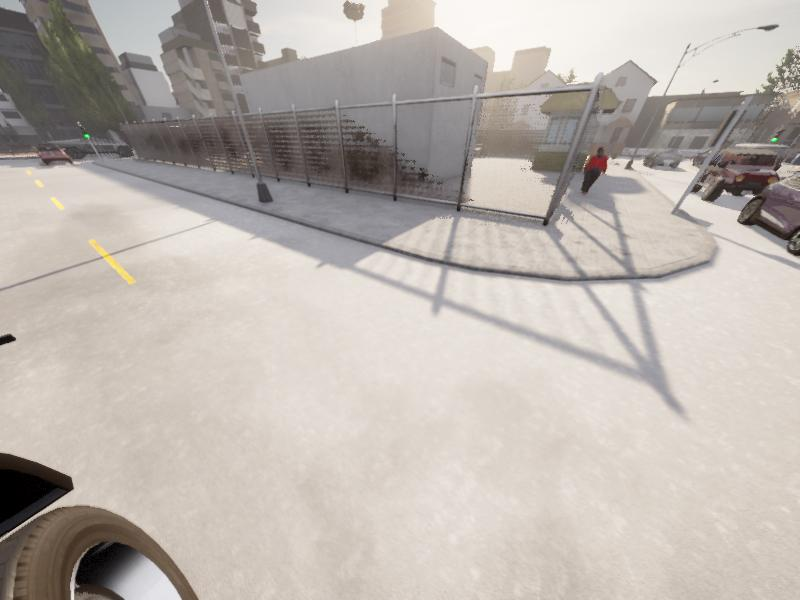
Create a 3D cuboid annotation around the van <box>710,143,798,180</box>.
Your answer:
[{"bbox_3d":[25.758,-10.374,17.120,1.775,1.987,4.442,22,41,28],"label":"van"}]

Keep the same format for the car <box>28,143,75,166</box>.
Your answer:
[{"bbox_3d":[-33.547,-14.174,22.389,3.988,1.617,1.851,27,43,33],"label":"car"}]

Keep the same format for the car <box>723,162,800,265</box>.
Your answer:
[{"bbox_3d":[11.022,-2.194,5.701,2.033,1.649,4.856,22,41,28],"label":"car"}]

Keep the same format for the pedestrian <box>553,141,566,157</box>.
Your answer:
[{"bbox_3d":[21.440,-20.298,31.065,0.751,1.860,0.751,28,44,33],"label":"pedestrian"}]

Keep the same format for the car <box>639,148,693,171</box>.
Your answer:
[{"bbox_3d":[24.282,-13.060,21.333,2.128,1.511,4.902,21,40,27],"label":"car"}]

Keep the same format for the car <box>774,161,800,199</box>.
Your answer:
[{"bbox_3d":[19.478,-5.036,9.891,2.007,1.525,4.514,22,41,28],"label":"car"}]

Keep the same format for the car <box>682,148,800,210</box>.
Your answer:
[{"bbox_3d":[14.887,-5.473,10.159,1.905,1.878,3.866,22,41,28],"label":"car"}]

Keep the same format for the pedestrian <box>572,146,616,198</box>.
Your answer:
[{"bbox_3d":[8.228,-5.442,9.854,0.751,1.860,0.751,22,41,28],"label":"pedestrian"}]

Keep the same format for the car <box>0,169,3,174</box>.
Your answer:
[{"bbox_3d":[-30.619,-9.885,16.436,4.193,1.474,1.816,21,40,27],"label":"car"}]

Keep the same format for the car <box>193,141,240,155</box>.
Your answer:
[{"bbox_3d":[-28.411,-23.741,35.983,1.930,1.638,5.238,23,41,28],"label":"car"}]

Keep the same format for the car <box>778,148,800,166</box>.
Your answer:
[{"bbox_3d":[43.506,-14.437,23.463,4.792,1.488,2.163,21,40,27],"label":"car"}]

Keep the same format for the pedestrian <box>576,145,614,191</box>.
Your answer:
[{"bbox_3d":[9.425,-6.411,11.238,0.751,1.860,0.751,22,40,27],"label":"pedestrian"}]

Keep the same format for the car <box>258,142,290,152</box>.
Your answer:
[{"bbox_3d":[-22.962,-28.054,42.320,1.812,1.442,4.674,22,41,28],"label":"car"}]

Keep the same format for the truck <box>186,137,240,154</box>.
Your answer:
[{"bbox_3d":[-30.969,-25.802,38.493,2.390,2.098,6.274,22,41,28],"label":"truck"}]

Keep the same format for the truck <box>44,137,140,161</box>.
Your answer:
[{"bbox_3d":[-35.771,-17.822,27.125,2.390,2.098,6.274,22,41,28],"label":"truck"}]

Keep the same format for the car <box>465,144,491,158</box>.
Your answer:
[{"bbox_3d":[10.732,-20.475,31.625,1.816,1.474,4.193,22,41,28],"label":"car"}]
